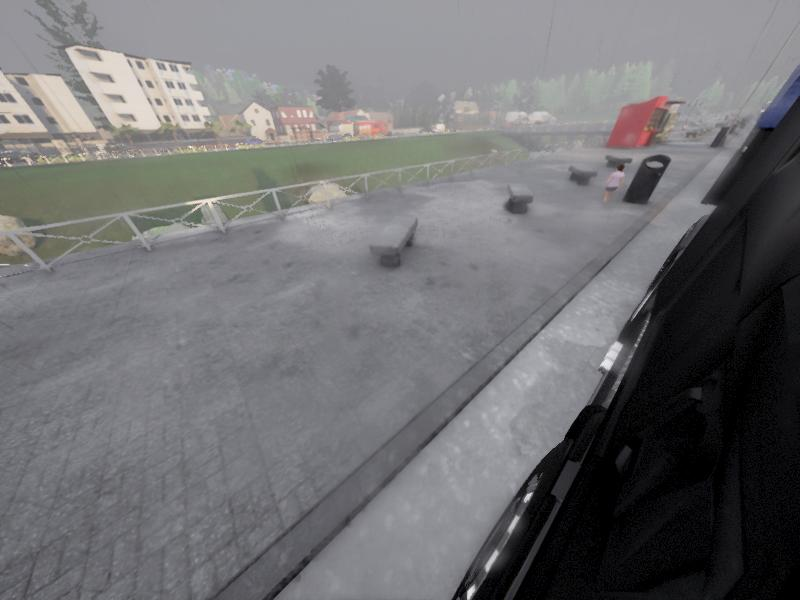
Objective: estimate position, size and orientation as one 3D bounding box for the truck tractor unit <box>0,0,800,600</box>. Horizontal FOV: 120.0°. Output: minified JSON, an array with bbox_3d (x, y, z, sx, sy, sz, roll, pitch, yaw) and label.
[{"bbox_3d":[2.645,-0.295,0.352,6.516,4.208,3.053,-28,44,-30],"label":"truck tractor unit"}]

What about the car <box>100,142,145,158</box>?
[{"bbox_3d":[-42.863,-23.324,35.856,3.866,1.878,1.905,-28,44,-30],"label":"car"}]

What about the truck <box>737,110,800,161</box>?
[{"bbox_3d":[22.526,-9.681,13.402,6.274,2.098,2.390,-27,43,-29],"label":"truck"}]

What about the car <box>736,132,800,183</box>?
[{"bbox_3d":[15.913,-5.906,9.402,4.181,1.385,1.994,-27,43,-30],"label":"car"}]

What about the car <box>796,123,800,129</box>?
[{"bbox_3d":[53.986,-23.210,29.846,4.611,1.667,2.242,-26,43,-28],"label":"car"}]

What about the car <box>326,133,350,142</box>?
[{"bbox_3d":[-14.379,-38.107,54.145,4.792,1.488,2.163,-28,43,-29],"label":"car"}]

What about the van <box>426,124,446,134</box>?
[{"bbox_3d":[11.542,-55.184,74.514,6.366,2.431,2.351,-28,43,-29],"label":"van"}]

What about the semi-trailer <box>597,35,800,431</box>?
[{"bbox_3d":[8.744,-3.575,4.182,14.254,4.402,2.717,-28,43,-29],"label":"semi-trailer"}]

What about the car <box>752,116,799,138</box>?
[{"bbox_3d":[37.756,-17.523,23.349,5.366,1.575,1.801,-28,43,-29],"label":"car"}]

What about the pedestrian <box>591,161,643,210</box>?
[{"bbox_3d":[5.830,-3.091,6.270,0.500,1.100,0.500,5,38,10],"label":"pedestrian"}]

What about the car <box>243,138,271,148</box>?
[{"bbox_3d":[-28.113,-30.914,45.410,4.193,1.474,1.816,-27,43,-29],"label":"car"}]

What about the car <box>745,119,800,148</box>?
[{"bbox_3d":[28.316,-12.501,17.293,4.902,1.511,2.128,-27,43,-29],"label":"car"}]

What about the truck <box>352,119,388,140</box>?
[{"bbox_3d":[-7.412,-42.713,57.896,8.468,3.827,2.891,-28,43,-29],"label":"truck"}]

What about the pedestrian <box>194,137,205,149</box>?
[{"bbox_3d":[-40.532,-31.705,46.705,0.751,1.860,0.751,28,47,34],"label":"pedestrian"}]

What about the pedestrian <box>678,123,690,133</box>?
[{"bbox_3d":[37.113,-22.463,30.189,0.500,1.100,0.500,17,41,24],"label":"pedestrian"}]

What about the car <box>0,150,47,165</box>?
[{"bbox_3d":[-54.528,-20.076,32.582,4.892,1.490,1.837,-27,43,-29],"label":"car"}]

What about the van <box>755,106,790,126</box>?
[{"bbox_3d":[62.505,-30.923,38.846,5.915,2.561,1.988,-28,43,-29],"label":"van"}]

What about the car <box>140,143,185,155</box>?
[{"bbox_3d":[-41.812,-26.776,40.812,5.357,1.411,2.033,-27,43,-29],"label":"car"}]
